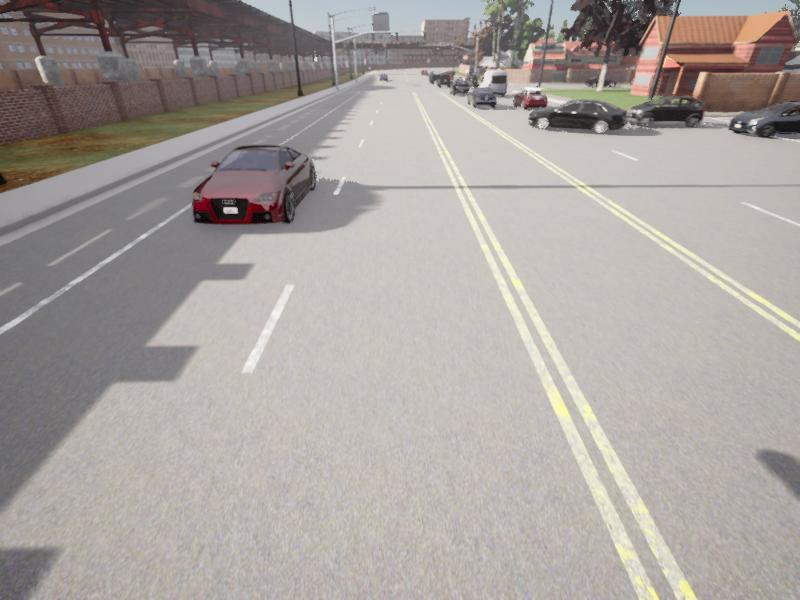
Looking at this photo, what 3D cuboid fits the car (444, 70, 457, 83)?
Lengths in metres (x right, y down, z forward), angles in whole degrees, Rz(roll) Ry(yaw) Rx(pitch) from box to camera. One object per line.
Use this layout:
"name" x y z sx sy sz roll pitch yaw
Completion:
"car" 10.531 -46.939 83.946 2.150 2.045 5.566 0 31 0

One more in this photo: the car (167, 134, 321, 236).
"car" -3.385 -2.974 9.712 1.994 1.385 4.181 1 30 1

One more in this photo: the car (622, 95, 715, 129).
"car" 15.095 -10.702 22.727 3.705 1.549 1.789 3 31 5

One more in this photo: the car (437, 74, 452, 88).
"car" 7.024 -34.921 63.733 1.905 1.878 3.866 0 30 0

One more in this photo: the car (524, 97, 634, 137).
"car" 9.416 -9.796 21.240 4.892 1.490 1.837 17 35 26

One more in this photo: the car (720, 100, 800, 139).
"car" 18.905 -8.831 19.559 4.514 1.525 2.007 0 30 0

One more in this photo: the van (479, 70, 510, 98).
"van" 10.509 -24.352 45.052 1.988 2.561 5.915 0 29 0

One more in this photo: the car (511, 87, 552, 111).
"car" 10.577 -16.396 32.525 1.970 1.475 3.806 -1 30 -1

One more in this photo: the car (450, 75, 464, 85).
"car" 10.528 -40.482 73.636 1.970 1.475 3.806 0 31 0

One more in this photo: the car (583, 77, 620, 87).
"car" 32.766 -35.493 65.119 4.892 1.490 1.837 -1 30 -1

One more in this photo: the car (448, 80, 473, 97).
"car" 7.019 -24.896 47.007 2.128 1.511 4.902 0 30 0

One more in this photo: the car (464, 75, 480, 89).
"car" 10.786 -32.749 60.035 1.932 1.855 4.605 2 29 4

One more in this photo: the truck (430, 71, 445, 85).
"truck" 7.028 -42.015 75.599 2.390 2.098 6.274 0 31 0

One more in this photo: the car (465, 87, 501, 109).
"car" 6.950 -17.273 34.100 2.033 1.411 5.357 0 30 1
